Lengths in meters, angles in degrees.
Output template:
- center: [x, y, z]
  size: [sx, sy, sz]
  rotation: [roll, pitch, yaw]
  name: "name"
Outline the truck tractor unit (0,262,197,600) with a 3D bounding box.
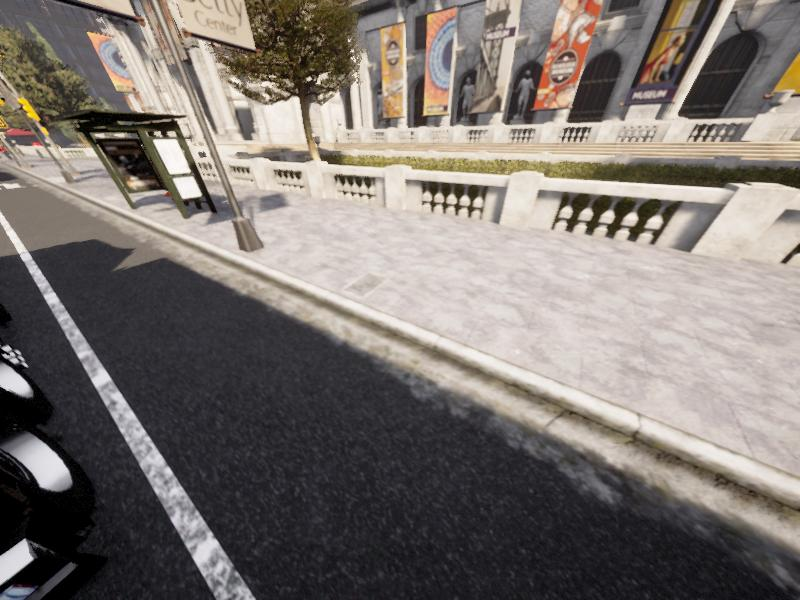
- center: [-5.108, -0.304, 0.786]
  size: [6.516, 4.208, 3.053]
  rotation: [18, 39, 24]
  name: "truck tractor unit"
